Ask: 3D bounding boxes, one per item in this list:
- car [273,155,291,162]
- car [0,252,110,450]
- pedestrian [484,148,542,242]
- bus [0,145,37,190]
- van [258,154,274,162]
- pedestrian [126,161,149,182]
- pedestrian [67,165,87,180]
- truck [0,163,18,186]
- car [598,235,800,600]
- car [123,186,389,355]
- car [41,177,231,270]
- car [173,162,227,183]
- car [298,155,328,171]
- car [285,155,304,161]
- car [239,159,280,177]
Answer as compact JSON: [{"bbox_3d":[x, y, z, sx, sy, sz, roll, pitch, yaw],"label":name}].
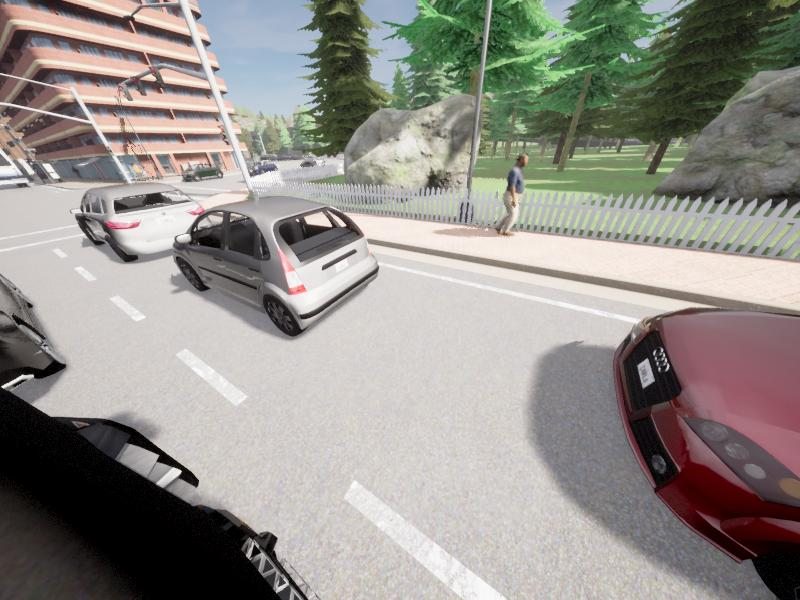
[{"bbox_3d":[-33.551,-40.385,65.925,4.892,1.490,1.837,17,38,27],"label":"car"},{"bbox_3d":[-6.019,0.308,2.586,4.902,1.511,2.128,16,38,27],"label":"car"},{"bbox_3d":[2.589,-2.430,5.407,0.751,1.860,0.751,16,38,26],"label":"pedestrian"},{"bbox_3d":[-49.467,-15.794,27.737,10.273,4.253,3.944,16,38,27],"label":"bus"},{"bbox_3d":[-40.266,-42.599,69.343,4.442,1.987,1.775,17,38,27],"label":"van"},{"bbox_3d":[-27.750,-13.576,24.451,0.751,1.860,0.751,23,42,34],"label":"pedestrian"},{"bbox_3d":[-45.428,-17.936,32.492,0.751,1.860,0.751,17,38,27],"label":"pedestrian"},{"bbox_3d":[-60.513,-18.959,33.740,8.468,3.827,2.891,16,38,27],"label":"truck"},{"bbox_3d":[3.739,1.000,0.915,4.181,1.385,1.994,18,39,28],"label":"car"},{"bbox_3d":[-2.423,-0.927,4.081,3.988,1.617,1.851,16,38,27],"label":"car"},{"bbox_3d":[-7.778,-2.546,6.878,4.611,1.667,2.242,17,38,27],"label":"car"},{"bbox_3d":[-21.157,-13.657,24.658,1.789,1.549,3.705,9,35,17],"label":"car"},{"bbox_3d":[-12.070,-19.344,32.544,2.038,1.542,4.974,0,34,5],"label":"car"},{"bbox_3d":[-31.100,-41.875,68.066,5.357,1.411,2.033,17,38,27],"label":"car"},{"bbox_3d":[-16.472,-15.681,27.412,1.970,1.475,3.806,4,34,10],"label":"car"}]
